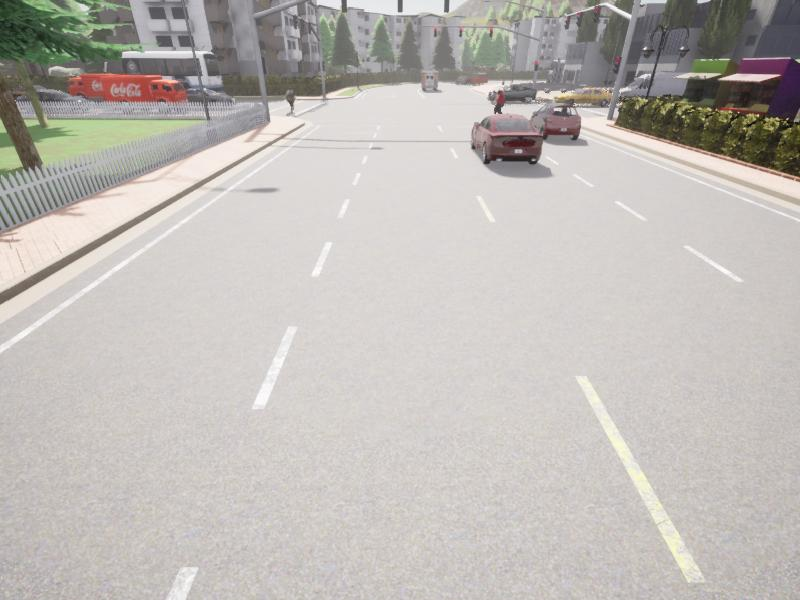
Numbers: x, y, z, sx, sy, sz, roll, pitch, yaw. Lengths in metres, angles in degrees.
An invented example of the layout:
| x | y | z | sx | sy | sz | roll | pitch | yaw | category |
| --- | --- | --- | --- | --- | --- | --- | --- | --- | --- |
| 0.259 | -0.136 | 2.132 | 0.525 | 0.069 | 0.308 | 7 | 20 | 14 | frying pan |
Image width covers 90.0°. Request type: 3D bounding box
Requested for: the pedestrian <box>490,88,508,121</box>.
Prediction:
| x | y | z | sx | sy | sz | roll | pitch | yaw | category |
| --- | --- | --- | --- | --- | --- | --- | --- | --- | --- |
| 6.228 | -12.307 | 25.204 | 0.751 | 1.860 | 0.751 | 0 | 30 | 0 | pedestrian |

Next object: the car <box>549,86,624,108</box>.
| x | y | z | sx | sy | sz | roll | pitch | yaw | category |
| --- | --- | --- | --- | --- | --- | --- | --- | --- | --- |
| 16.034 | -17.594 | 34.584 | 5.366 | 1.575 | 1.801 | 0 | 30 | 0 | car |

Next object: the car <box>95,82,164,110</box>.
| x | y | z | sx | sy | sz | roll | pitch | yaw | category |
| --- | --- | --- | --- | --- | --- | --- | --- | --- | --- |
| -22.061 | -16.730 | 32.795 | 3.866 | 1.878 | 1.905 | 1 | 30 | 2 | car |

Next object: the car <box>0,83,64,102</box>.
| x | y | z | sx | sy | sz | roll | pitch | yaw | category |
| --- | --- | --- | --- | --- | --- | --- | --- | --- | --- |
| -36.661 | -20.392 | 39.374 | 5.366 | 1.575 | 1.801 | 1 | 30 | 2 | car |

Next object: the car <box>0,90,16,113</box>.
| x | y | z | sx | sy | sz | roll | pitch | yaw | category |
| --- | --- | --- | --- | --- | --- | --- | --- | --- | --- |
| -32.481 | -14.982 | 30.194 | 4.892 | 1.490 | 1.837 | 1 | 30 | 2 | car |

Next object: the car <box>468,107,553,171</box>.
| x | y | z | sx | sy | sz | roll | pitch | yaw | category |
| --- | --- | --- | --- | --- | --- | --- | --- | --- | --- |
| 3.931 | -6.271 | 15.234 | 1.882 | 1.535 | 5.008 | 0 | 30 | 0 | car |

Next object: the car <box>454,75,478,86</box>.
| x | y | z | sx | sy | sz | roll | pitch | yaw | category |
| --- | --- | --- | --- | --- | --- | --- | --- | --- | --- |
| 12.877 | -42.657 | 77.746 | 2.152 | 1.651 | 5.027 | 22 | 37 | 32 | car |

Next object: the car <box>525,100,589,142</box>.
| x | y | z | sx | sy | sz | roll | pitch | yaw | category |
| --- | --- | --- | --- | --- | --- | --- | --- | --- | --- |
| 7.585 | -8.884 | 19.718 | 1.845 | 1.501 | 3.633 | 2 | 30 | 3 | car |

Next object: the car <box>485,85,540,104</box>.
| x | y | z | sx | sy | sz | roll | pitch | yaw | category |
| --- | --- | --- | --- | --- | --- | --- | --- | --- | --- |
| 10.606 | -19.514 | 37.927 | 4.514 | 1.525 | 2.007 | 1 | 30 | 2 | car |

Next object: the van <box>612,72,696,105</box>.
| x | y | z | sx | sy | sz | roll | pitch | yaw | category |
| --- | --- | --- | --- | --- | --- | --- | --- | --- | --- |
| 23.513 | -19.724 | 37.283 | 5.915 | 2.561 | 1.988 | 1 | 30 | 2 | van |

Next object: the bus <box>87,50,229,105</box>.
| x | y | z | sx | sy | sz | roll | pitch | yaw | category |
| --- | --- | --- | --- | --- | --- | --- | --- | --- | --- |
| -22.622 | -21.228 | 38.167 | 10.273 | 4.253 | 3.944 | 1 | 30 | 2 | bus |

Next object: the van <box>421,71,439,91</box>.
| x | y | z | sx | sy | sz | roll | pitch | yaw | category |
| --- | --- | --- | --- | --- | --- | --- | --- | --- | --- |
| 4.496 | -32.258 | 58.848 | 2.351 | 2.431 | 6.366 | 3 | 30 | 5 | van |

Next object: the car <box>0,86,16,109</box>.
| x | y | z | sx | sy | sz | roll | pitch | yaw | category |
| --- | --- | --- | --- | --- | --- | --- | --- | --- | --- |
| -35.742 | -16.862 | 33.288 | 5.027 | 1.651 | 2.152 | 1 | 30 | 2 | car |

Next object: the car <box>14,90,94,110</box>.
| x | y | z | sx | sy | sz | roll | pitch | yaw | category |
| --- | --- | --- | --- | --- | --- | --- | --- | --- | --- |
| -28.533 | -16.591 | 33.148 | 4.718 | 1.301 | 1.895 | 1 | 30 | 2 | car |

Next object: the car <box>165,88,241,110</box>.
| x | y | z | sx | sy | sz | roll | pitch | yaw | category |
| --- | --- | --- | --- | --- | --- | --- | --- | --- | --- |
| -15.990 | -16.458 | 32.707 | 4.902 | 1.511 | 2.128 | 1 | 30 | 2 | car |

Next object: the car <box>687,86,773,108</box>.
| x | y | z | sx | sy | sz | roll | pitch | yaw | category |
| --- | --- | --- | --- | --- | --- | --- | --- | --- | --- |
| 28.190 | -17.459 | 34.353 | 5.366 | 1.575 | 1.801 | 1 | 30 | 2 | car |

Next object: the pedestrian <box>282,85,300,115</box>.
| x | y | z | sx | sy | sz | roll | pitch | yaw | category |
| --- | --- | --- | --- | --- | --- | --- | --- | --- | --- |
| -7.781 | -14.282 | 28.585 | 0.751 | 1.860 | 0.751 | 4 | 31 | 7 | pedestrian |

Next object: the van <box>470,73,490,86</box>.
| x | y | z | sx | sy | sz | roll | pitch | yaw | category |
| --- | --- | --- | --- | --- | --- | --- | --- | --- | --- |
| 15.127 | -41.516 | 75.149 | 1.775 | 1.987 | 4.442 | 20 | 36 | 30 | van |

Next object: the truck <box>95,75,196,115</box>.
| x | y | z | sx | sy | sz | roll | pitch | yaw | category |
| --- | --- | --- | --- | --- | --- | --- | --- | --- | --- |
| -18.572 | -15.153 | 29.521 | 5.204 | 2.467 | 2.627 | 1 | 30 | 2 | truck |

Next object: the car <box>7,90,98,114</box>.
| x | y | z | sx | sy | sz | roll | pitch | yaw | category |
| --- | --- | --- | --- | --- | --- | --- | --- | --- | --- |
| -25.925 | -14.864 | 29.992 | 4.892 | 1.490 | 1.837 | 1 | 30 | 2 | car |

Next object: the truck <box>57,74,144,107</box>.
| x | y | z | sx | sy | sz | roll | pitch | yaw | category |
| --- | --- | --- | --- | --- | --- | --- | --- | --- | --- |
| -26.661 | -18.826 | 35.818 | 5.204 | 2.467 | 2.627 | 1 | 30 | 2 | truck |
